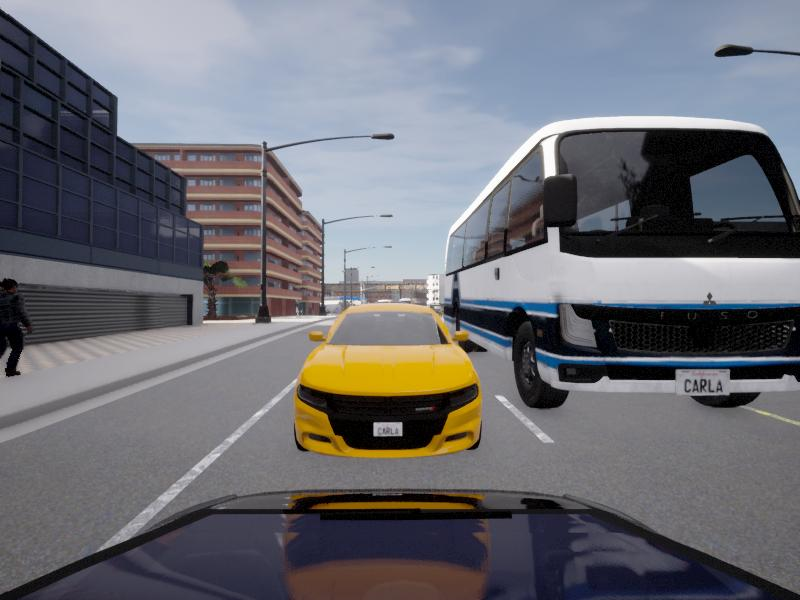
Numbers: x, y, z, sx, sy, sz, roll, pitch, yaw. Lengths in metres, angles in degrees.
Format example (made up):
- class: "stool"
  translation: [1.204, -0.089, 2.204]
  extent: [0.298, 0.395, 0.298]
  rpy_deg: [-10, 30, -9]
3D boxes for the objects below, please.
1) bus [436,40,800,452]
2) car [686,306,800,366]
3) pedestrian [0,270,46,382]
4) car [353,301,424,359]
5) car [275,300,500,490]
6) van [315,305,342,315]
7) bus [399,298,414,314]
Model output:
- class: "bus"
  translation: [3.384, -0.601, 9.306]
  extent: [3.944, 4.253, 10.273]
  rpy_deg: [0, 1, -1]
- class: "car"
  translation: [10.239, 0.866, 10.579]
  extent: [1.895, 1.301, 4.718]
  rpy_deg: [0, 1, -1]
- class: "pedestrian"
  translation: [-6.905, 0.441, 7.024]
  extent: [0.751, 1.860, 0.751]
  rpy_deg: [0, -1, -13]
- class: "car"
  translation: [-0.325, 0.768, 12.619]
  extent: [1.812, 1.442, 4.674]
  rpy_deg: [0, 1, -1]
- class: "car"
  translation: [-0.158, 0.790, 5.854]
  extent: [1.882, 1.535, 5.008]
  rpy_deg: [0, 1, -1]
- class: "van"
  translation: [-17.642, 2.370, 98.759]
  extent: [6.366, 2.431, 2.351]
  rpy_deg: [0, -1, -2]
- class: "bus"
  translation: [1.691, 1.728, 114.300]
  extent: [3.944, 4.253, 10.273]
  rpy_deg: [0, -1, -1]
